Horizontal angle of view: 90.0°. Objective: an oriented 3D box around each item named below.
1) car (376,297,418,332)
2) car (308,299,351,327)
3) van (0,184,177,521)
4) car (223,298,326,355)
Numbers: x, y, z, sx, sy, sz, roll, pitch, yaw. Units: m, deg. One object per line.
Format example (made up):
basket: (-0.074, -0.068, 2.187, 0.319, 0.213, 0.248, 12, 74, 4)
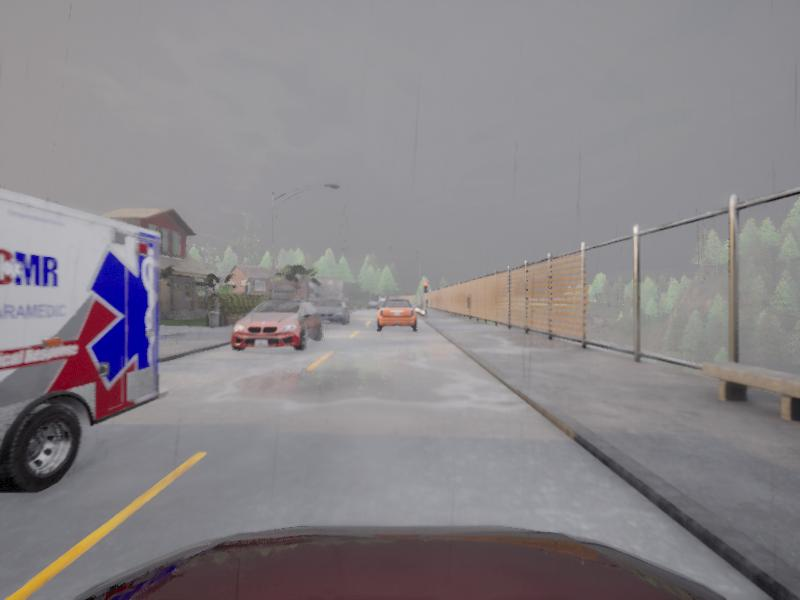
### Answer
car: (-0.146, 0.719, 22.496, 2.097, 1.767, 4.553, 0, 0, 0)
car: (-4.488, 0.786, 26.151, 2.242, 1.667, 4.611, 0, 0, -3)
van: (-4.053, 0.380, 2.026, 2.351, 2.431, 6.366, 0, 0, -1)
car: (-4.100, 0.773, 14.033, 2.242, 1.667, 4.611, 0, 0, -1)
